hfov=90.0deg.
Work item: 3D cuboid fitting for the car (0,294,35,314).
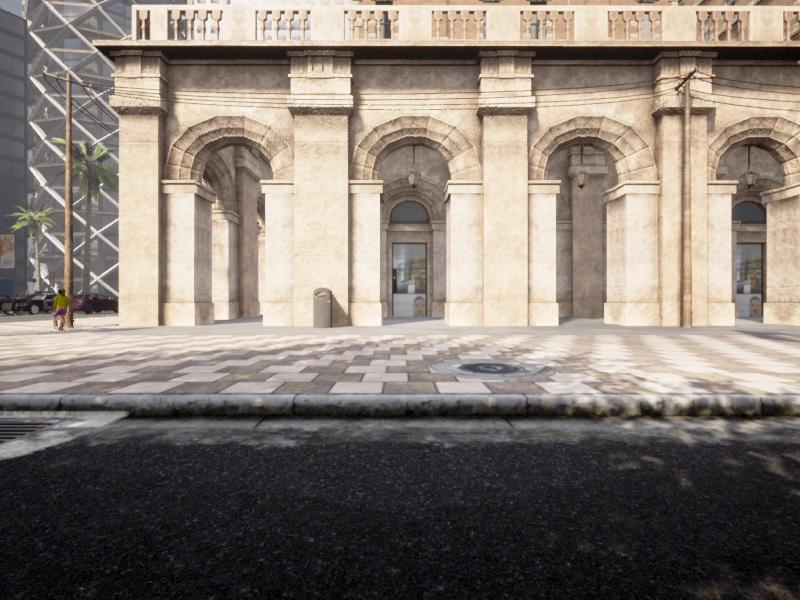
[{"bbox_3d":[-29.345,0.294,28.373,2.033,1.411,5.357,0,0,0],"label":"car"}]

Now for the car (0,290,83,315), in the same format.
[{"bbox_3d":[-25.842,0.170,28.809,1.930,1.638,5.238,0,0,0],"label":"car"}]

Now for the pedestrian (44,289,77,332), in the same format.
[{"bbox_3d":[-9.048,0.265,10.668,0.500,1.100,0.500,0,0,24],"label":"pedestrian"}]

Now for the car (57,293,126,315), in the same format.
[{"bbox_3d":[-22.326,0.254,29.207,1.816,1.474,4.193,0,0,0],"label":"car"}]
